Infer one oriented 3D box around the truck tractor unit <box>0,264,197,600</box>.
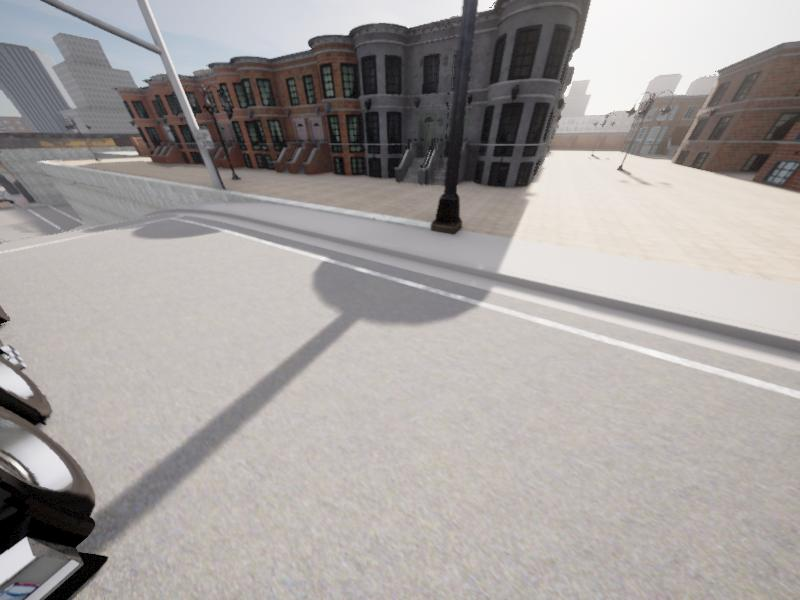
[{"bbox_3d":[-5.111,-0.300,0.781,6.516,4.208,3.053,18,39,24],"label":"truck tractor unit"}]
